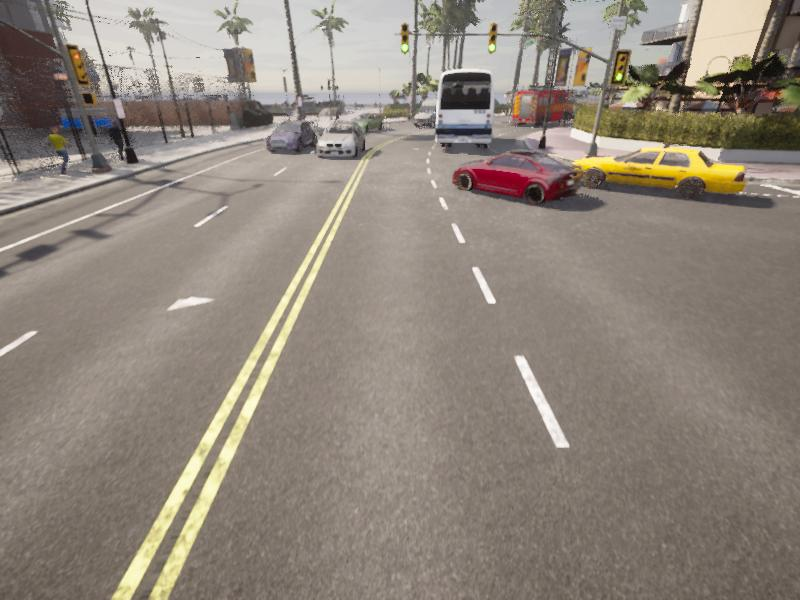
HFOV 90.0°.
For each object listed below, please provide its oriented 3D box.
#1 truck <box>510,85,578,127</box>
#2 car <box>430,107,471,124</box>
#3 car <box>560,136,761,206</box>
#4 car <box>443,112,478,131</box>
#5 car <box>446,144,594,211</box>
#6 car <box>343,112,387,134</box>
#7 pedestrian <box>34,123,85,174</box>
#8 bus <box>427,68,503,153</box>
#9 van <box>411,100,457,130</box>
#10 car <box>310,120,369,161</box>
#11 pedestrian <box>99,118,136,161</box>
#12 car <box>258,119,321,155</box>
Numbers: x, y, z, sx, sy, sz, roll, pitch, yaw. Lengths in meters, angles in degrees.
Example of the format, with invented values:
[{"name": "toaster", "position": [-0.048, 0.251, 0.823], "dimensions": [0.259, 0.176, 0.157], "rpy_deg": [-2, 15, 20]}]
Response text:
[{"name": "truck", "position": [15.954, -21.377, 44.020], "dimensions": [8.468, 3.827, 2.891], "rpy_deg": [-24, 35, -38]}, {"name": "car", "position": [6.226, -22.675, 48.996], "dimensions": [2.152, 1.651, 5.027], "rpy_deg": [24, 36, 39]}, {"name": "car", "position": [8.672, -4.590, 13.808], "dimensions": [5.366, 1.575, 1.801], "rpy_deg": [19, 33, 33]}, {"name": "car", "position": [5.819, -17.139, 38.376], "dimensions": [1.970, 1.475, 3.806], "rpy_deg": [14, 30, 26]}, {"name": "car", "position": [3.816, -4.244, 13.386], "dimensions": [1.994, 1.385, 4.181], "rpy_deg": [-23, 35, -37]}, {"name": "car", "position": [-3.092, -16.088, 36.306], "dimensions": [2.007, 1.525, 4.514], "rpy_deg": [11, 29, 21]}, {"name": "pedestrian", "position": [-13.660, -6.087, 16.116], "dimensions": [0.751, 1.860, 0.751], "rpy_deg": [0, 27, 0]}, {"name": "bus", "position": [4.416, -12.792, 26.880], "dimensions": [3.944, 4.253, 10.273], "rpy_deg": [4, 28, 9]}, {"name": "van", "position": [3.529, -18.976, 40.799], "dimensions": [1.988, 2.561, 5.915], "rpy_deg": [17, 32, 30]}, {"name": "car", "position": [-3.222, -8.999, 22.341], "dimensions": [2.242, 1.667, 4.611], "rpy_deg": [2, 27, 4]}, {"name": "pedestrian", "position": [-13.601, -7.716, 19.290], "dimensions": [0.751, 1.860, 0.751], "rpy_deg": [-2, 27, -4]}, {"name": "car", "position": [-6.535, -10.015, 24.381], "dimensions": [2.033, 1.649, 4.856], "rpy_deg": [2, 27, 5]}]
